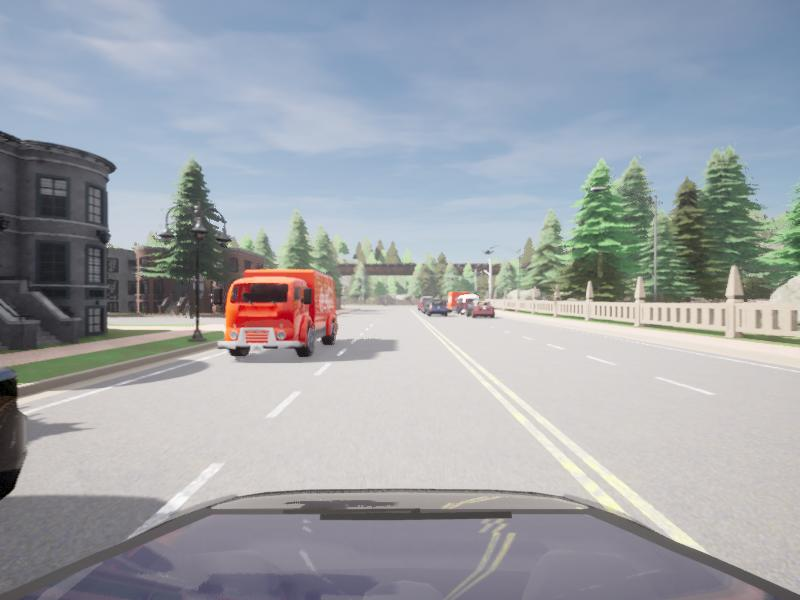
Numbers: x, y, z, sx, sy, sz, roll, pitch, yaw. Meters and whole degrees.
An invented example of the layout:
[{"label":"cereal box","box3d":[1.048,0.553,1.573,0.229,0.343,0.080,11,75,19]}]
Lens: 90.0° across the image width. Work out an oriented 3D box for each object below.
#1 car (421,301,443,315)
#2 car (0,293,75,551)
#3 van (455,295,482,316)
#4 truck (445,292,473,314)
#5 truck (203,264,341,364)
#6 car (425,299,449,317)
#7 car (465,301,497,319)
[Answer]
[{"label":"car","box3d":[3.469,0.848,44.710,2.033,1.411,5.357,0,0,0]},{"label":"car","box3d":[-3.502,0.770,0.500,1.930,1.638,5.238,0,0,0]},{"label":"van","box3d":[6.970,0.528,41.192,2.069,2.038,4.480,0,0,0]},{"label":"truck","box3d":[6.967,0.307,48.131,2.627,2.467,5.204,0,0,0]},{"label":"truck","box3d":[-3.511,0.344,12.390,2.627,2.467,5.204,0,0,0]},{"label":"car","box3d":[3.473,0.749,37.951,1.851,1.617,3.988,0,0,0]},{"label":"car","box3d":[6.974,0.817,34.943,1.970,1.475,3.806,0,0,0]}]
